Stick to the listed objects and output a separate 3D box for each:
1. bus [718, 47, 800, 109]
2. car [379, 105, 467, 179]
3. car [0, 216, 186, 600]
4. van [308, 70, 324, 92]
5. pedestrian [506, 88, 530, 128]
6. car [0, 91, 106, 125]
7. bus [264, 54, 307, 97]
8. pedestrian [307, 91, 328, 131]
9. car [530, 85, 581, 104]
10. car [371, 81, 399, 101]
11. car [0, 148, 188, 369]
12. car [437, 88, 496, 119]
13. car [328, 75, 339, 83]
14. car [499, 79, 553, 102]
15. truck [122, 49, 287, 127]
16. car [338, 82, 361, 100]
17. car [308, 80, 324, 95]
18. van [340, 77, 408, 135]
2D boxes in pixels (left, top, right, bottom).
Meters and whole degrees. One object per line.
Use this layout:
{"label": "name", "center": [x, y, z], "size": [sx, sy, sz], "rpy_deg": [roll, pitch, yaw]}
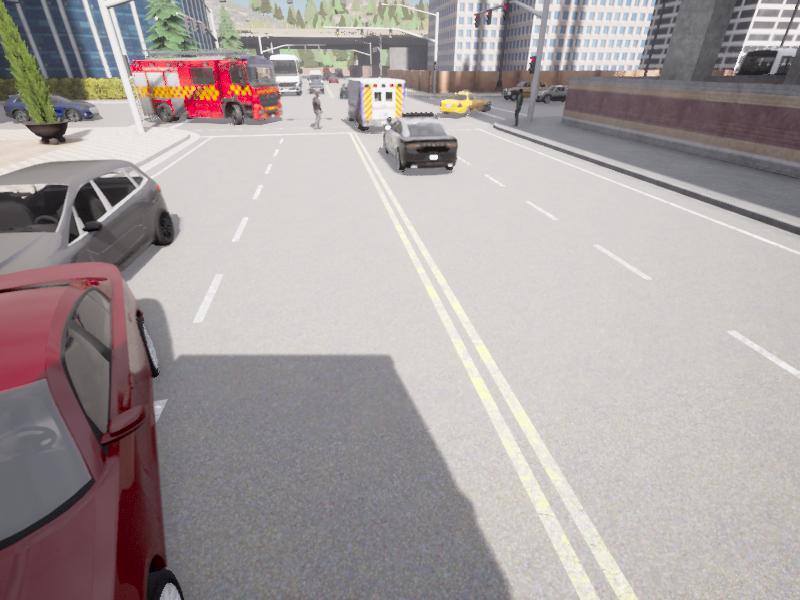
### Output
{"label": "bus", "center": [33.797, -18.730, 33.774], "size": [10.273, 4.253, 3.944], "rpy_deg": [-5, 31, -8]}
{"label": "car", "center": [0.583, -5.880, 14.454], "size": [1.930, 1.638, 5.238], "rpy_deg": [-5, 31, -9]}
{"label": "car", "center": [-2.862, 1.006, 2.770], "size": [1.882, 1.535, 5.008], "rpy_deg": [-17, 34, -26]}
{"label": "van", "center": [-12.209, -31.885, 58.125], "size": [1.988, 2.561, 5.915], "rpy_deg": [-5, 31, -9]}
{"label": "pedestrian", "center": [6.346, -10.361, 21.543], "size": [0.751, 1.860, 0.751], "rpy_deg": [22, 37, 32]}
{"label": "car", "center": [-22.087, -12.212, 25.373], "size": [4.856, 1.649, 2.033], "rpy_deg": [-6, 31, -9]}
{"label": "bus", "center": [-13.961, -27.966, 49.720], "size": [3.944, 4.253, 10.273], "rpy_deg": [-5, 31, -9]}
{"label": "pedestrian", "center": [-4.468, -10.263, 21.707], "size": [0.751, 1.860, 0.751], "rpy_deg": [-14, 33, -23]}
{"label": "car", "center": [14.564, -19.339, 37.622], "size": [3.806, 1.475, 1.970], "rpy_deg": [-5, 31, -8]}
{"label": "car", "center": [-1.627, -21.909, 41.875], "size": [2.242, 1.667, 4.611], "rpy_deg": [-5, 31, -9]}
{"label": "car", "center": [-5.385, -1.034, 6.158], "size": [2.242, 1.667, 4.611], "rpy_deg": [-5, 30, -7]}
{"label": "car", "center": [4.820, -14.150, 28.662], "size": [1.801, 1.575, 5.366], "rpy_deg": [20, 36, 30]}
{"label": "car", "center": [-14.009, -46.308, 83.930], "size": [1.994, 1.385, 4.181], "rpy_deg": [-5, 31, -9]}
{"label": "car", "center": [12.648, -21.121, 40.279], "size": [4.605, 1.855, 1.932], "rpy_deg": [-4, 31, -7]}
{"label": "truck", "center": [-11.688, -12.918, 24.374], "size": [8.468, 3.827, 2.891], "rpy_deg": [8, 31, 14]}
{"label": "car", "center": [-5.572, -22.920, 43.775], "size": [2.128, 1.511, 4.902], "rpy_deg": [-5, 31, -9]}
{"label": "car", "center": [-10.811, -27.567, 51.813], "size": [1.812, 1.442, 4.674], "rpy_deg": [-5, 31, -9]}
{"label": "van", "center": [-1.656, -11.255, 22.883], "size": [2.351, 2.431, 6.366], "rpy_deg": [-8, 31, -14]}
